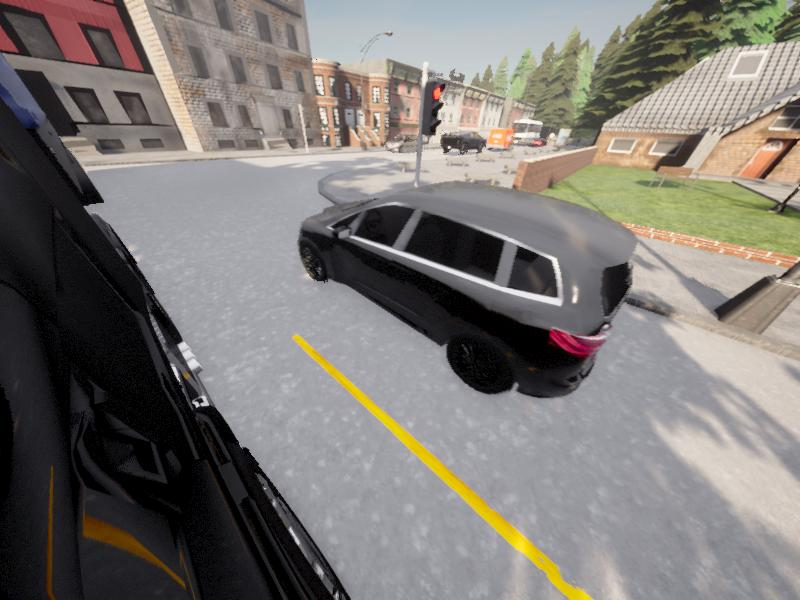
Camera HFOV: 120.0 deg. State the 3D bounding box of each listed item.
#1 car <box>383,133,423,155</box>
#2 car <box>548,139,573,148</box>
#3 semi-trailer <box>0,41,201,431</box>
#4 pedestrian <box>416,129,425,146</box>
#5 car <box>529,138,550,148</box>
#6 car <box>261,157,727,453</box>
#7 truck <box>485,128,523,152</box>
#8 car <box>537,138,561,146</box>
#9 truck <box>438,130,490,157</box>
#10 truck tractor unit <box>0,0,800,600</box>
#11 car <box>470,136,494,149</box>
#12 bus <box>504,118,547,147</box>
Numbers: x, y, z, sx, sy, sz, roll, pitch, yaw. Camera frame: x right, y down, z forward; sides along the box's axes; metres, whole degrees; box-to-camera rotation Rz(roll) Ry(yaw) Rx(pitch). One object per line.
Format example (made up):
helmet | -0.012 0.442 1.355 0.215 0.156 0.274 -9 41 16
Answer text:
car | 0.351 -16.086 23.752 1.851 1.617 3.988 28 44 30
car | 38.540 -37.509 55.426 5.027 1.651 2.152 -16 41 -23
semi-trailer | -8.681 -3.629 4.227 14.254 4.402 2.717 28 44 30
pedestrian | 2.854 -22.182 31.608 0.751 1.860 0.751 -29 47 -35
car | 27.115 -30.456 44.748 2.007 1.525 4.514 29 44 30
car | 0.404 -0.803 3.368 4.611 1.667 2.242 30 44 31
truck | 14.484 -22.309 32.268 2.627 2.467 5.204 29 44 31
car | 37.731 -40.048 58.582 5.366 1.575 1.801 -12 39 -19
truck | 7.038 -17.121 25.171 2.390 2.098 6.274 29 44 30
truck tractor unit | -2.645 -0.295 0.351 6.516 4.208 3.053 28 44 30
car | 12.740 -24.456 35.792 1.845 1.501 3.633 28 43 30
bus | 25.625 -34.050 47.161 3.944 4.253 10.273 28 44 30
